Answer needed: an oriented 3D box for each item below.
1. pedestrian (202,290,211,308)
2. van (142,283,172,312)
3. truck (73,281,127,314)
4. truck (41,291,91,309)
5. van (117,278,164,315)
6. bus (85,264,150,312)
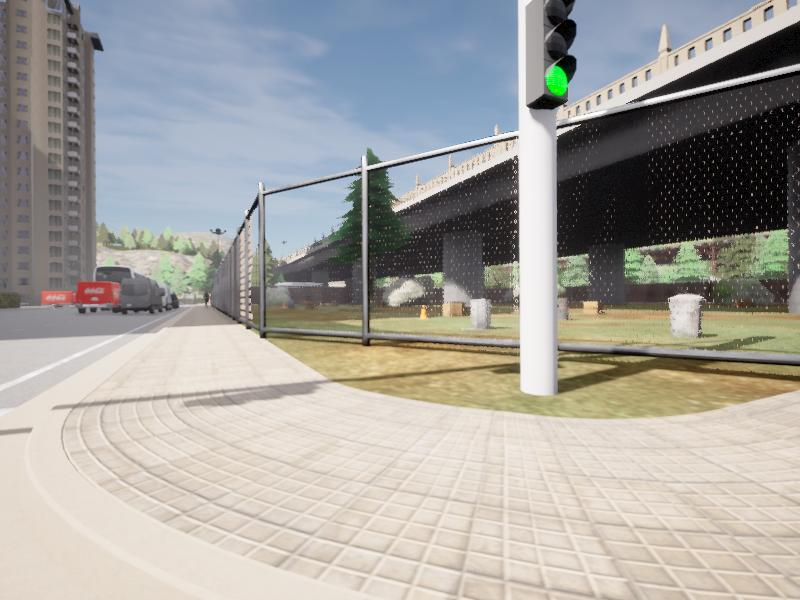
[{"bbox_3d":[-20.307,-0.093,41.978,0.751,1.860,0.751,0,0,-29],"label":"pedestrian"},{"bbox_3d":[-23.007,-0.231,38.073,1.988,2.561,5.915,0,0,-26],"label":"van"},{"bbox_3d":[-24.133,-0.183,32.445,2.627,2.467,5.204,0,0,-26],"label":"truck"},{"bbox_3d":[-49.117,-0.012,58.947,5.204,2.467,2.627,0,0,-26],"label":"truck"},{"bbox_3d":[-19.539,-0.240,30.448,1.988,2.561,5.915,0,0,-23],"label":"van"},{"bbox_3d":[-28.498,-1.058,40.987,3.944,4.253,10.273,0,0,-26],"label":"bus"}]
